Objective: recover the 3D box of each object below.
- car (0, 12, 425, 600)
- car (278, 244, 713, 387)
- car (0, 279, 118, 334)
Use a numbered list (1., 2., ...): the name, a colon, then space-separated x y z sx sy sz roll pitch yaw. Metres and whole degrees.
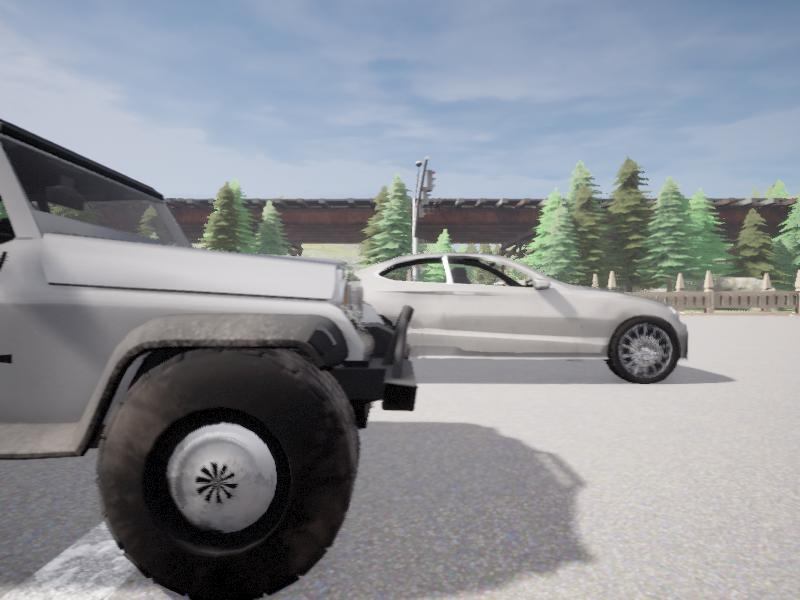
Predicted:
1. car: -1.860 0.043 2.193 3.866 1.878 1.905 0 0 0
2. car: 1.103 0.181 5.699 5.027 1.651 2.152 0 0 0
3. car: -11.577 0.179 12.674 3.988 1.617 1.851 0 0 0
